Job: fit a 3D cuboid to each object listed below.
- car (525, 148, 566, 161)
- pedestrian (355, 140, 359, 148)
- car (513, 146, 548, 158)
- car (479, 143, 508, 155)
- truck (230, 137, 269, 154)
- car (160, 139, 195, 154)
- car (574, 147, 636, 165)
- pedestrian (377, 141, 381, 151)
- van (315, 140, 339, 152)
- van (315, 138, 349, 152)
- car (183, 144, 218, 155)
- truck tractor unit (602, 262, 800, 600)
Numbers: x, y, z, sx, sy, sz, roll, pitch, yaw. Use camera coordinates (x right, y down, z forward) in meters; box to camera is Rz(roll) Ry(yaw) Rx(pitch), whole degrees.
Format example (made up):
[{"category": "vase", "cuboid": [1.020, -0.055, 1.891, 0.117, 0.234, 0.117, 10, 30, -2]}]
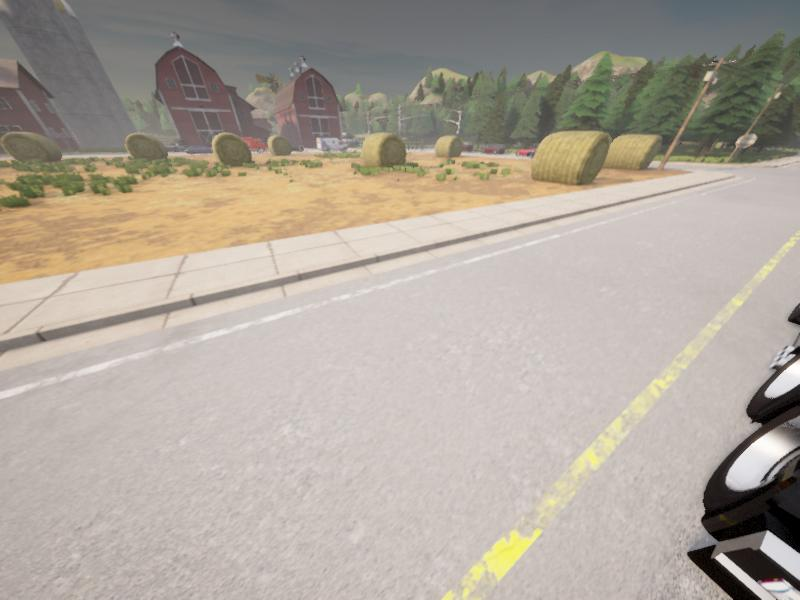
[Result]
[{"category": "car", "cuboid": [21.209, -21.423, 33.899, 1.895, 1.301, 4.718, -20, 40, -27]}, {"category": "pedestrian", "cuboid": [-13.270, -48.198, 71.285, 0.751, 1.860, 0.751, -20, 40, -26]}, {"category": "car", "cuboid": [21.680, -24.789, 38.537, 2.007, 1.525, 4.514, -20, 40, -27]}, {"category": "car", "cuboid": [17.559, -28.566, 43.698, 2.097, 1.767, 4.553, -20, 40, -27]}, {"category": "truck", "cuboid": [-27.339, -28.091, 41.998, 5.204, 2.467, 2.627, -21, 40, -27]}, {"category": "car", "cuboid": [-40.585, -28.235, 42.324, 1.905, 1.878, 3.866, 13, 38, 8]}, {"category": "car", "cuboid": [25.233, -17.960, 28.707, 1.801, 1.575, 5.366, -20, 40, -26]}, {"category": "pedestrian", "cuboid": [-5.093, -37.621, 56.373, 0.751, 1.860, 0.751, -28, 44, -34]}, {"category": "van", "cuboid": [-16.294, -34.492, 51.692, 4.442, 1.987, 1.775, -21, 41, -27]}, {"category": "van", "cuboid": [-14.350, -32.998, 49.196, 6.366, 2.431, 2.351, -21, 40, -27]}, {"category": "car", "cuboid": [-33.456, -25.328, 38.910, 4.181, 1.385, 1.994, -21, 41, -27]}, {"category": "truck tractor unit", "cuboid": [5.116, -0.292, 0.800, 6.516, 4.208, 3.053, -18, 39, -25]}]
